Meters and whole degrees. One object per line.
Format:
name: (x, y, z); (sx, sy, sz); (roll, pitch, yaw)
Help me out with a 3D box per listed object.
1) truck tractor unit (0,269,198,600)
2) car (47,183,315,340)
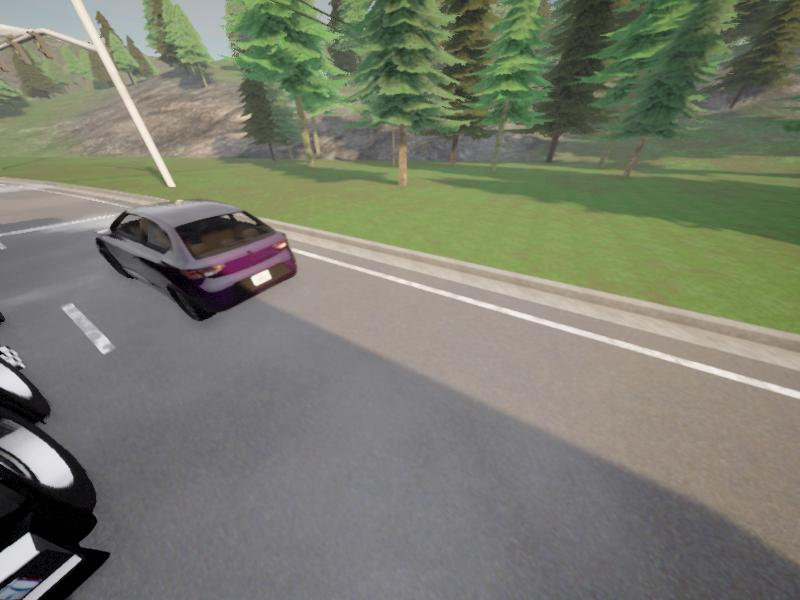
truck tractor unit: (-5.123, -0.288, 0.768); (6.516, 4.208, 3.053); (18, 39, 24)
car: (-3.942, -1.081, 4.293); (4.193, 1.474, 1.816); (18, 39, 24)
